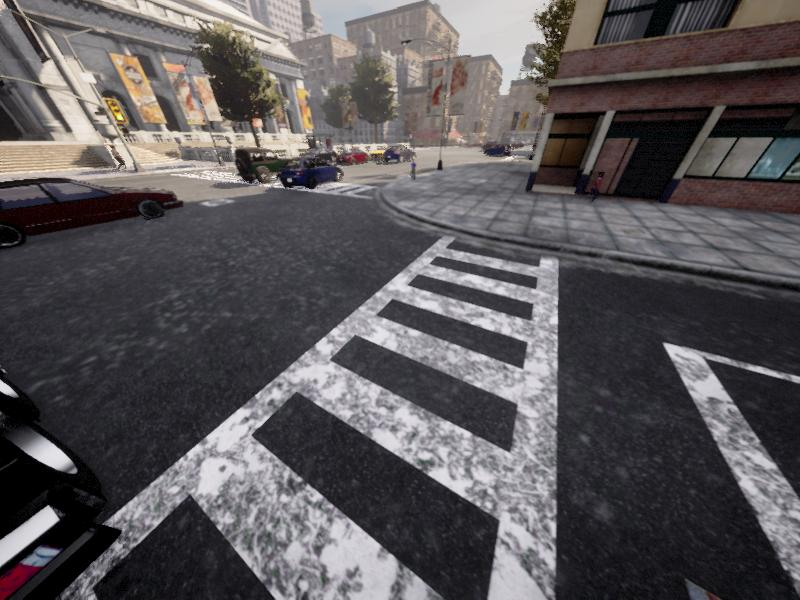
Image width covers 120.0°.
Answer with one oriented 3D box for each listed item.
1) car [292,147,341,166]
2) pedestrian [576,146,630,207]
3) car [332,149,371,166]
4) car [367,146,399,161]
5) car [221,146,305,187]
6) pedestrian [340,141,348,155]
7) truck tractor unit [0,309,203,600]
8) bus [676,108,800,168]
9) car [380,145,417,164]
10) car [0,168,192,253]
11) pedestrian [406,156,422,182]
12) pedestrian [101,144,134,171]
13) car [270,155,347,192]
[{"bbox_3d":[-9.166,-16.156,25.904,2.128,1.511,4.902,18,39,24],"label":"car"},{"bbox_3d":[7.302,-4.481,8.439,0.751,1.860,0.751,18,39,24],"label":"pedestrian"},{"bbox_3d":[-5.283,-15.995,25.772,1.994,1.385,4.181,17,38,23],"label":"car"},{"bbox_3d":[-2.080,-19.481,30.605,1.882,1.535,5.008,17,38,22],"label":"car"},{"bbox_3d":[-8.567,-8.718,14.900,1.905,1.878,3.866,18,39,24],"label":"car"},{"bbox_3d":[-9.063,-24.510,37.271,0.751,1.860,0.751,17,39,23],"label":"pedestrian"},{"bbox_3d":[-5.189,-0.214,0.679,6.516,4.208,3.053,15,38,21],"label":"truck tractor unit"},{"bbox_3d":[34.990,-15.033,21.614,10.273,4.253,3.944,17,39,23],"label":"bus"},{"bbox_3d":[-0.013,-17.404,27.537,2.152,1.651,5.027,18,39,24],"label":"car"},{"bbox_3d":[-10.116,-2.821,6.886,2.033,1.411,5.357,18,39,24],"label":"car"},{"bbox_3d":[0.820,-7.741,13.646,0.751,1.300,0.751,13,37,18],"label":"pedestrian"},{"bbox_3d":[-23.036,-11.639,18.900,0.751,1.860,0.751,12,37,17],"label":"pedestrian"},{"bbox_3d":[-5.121,-7.603,13.642,1.816,1.474,4.193,11,36,16],"label":"car"}]
